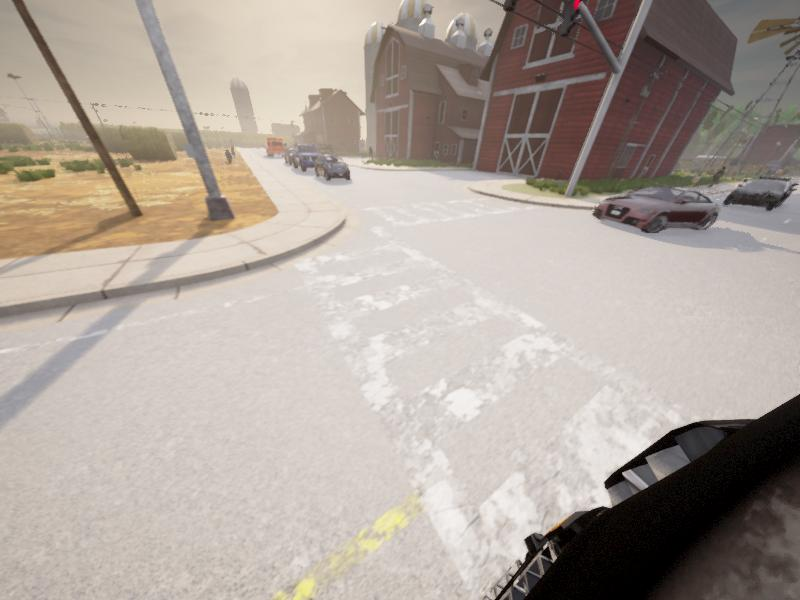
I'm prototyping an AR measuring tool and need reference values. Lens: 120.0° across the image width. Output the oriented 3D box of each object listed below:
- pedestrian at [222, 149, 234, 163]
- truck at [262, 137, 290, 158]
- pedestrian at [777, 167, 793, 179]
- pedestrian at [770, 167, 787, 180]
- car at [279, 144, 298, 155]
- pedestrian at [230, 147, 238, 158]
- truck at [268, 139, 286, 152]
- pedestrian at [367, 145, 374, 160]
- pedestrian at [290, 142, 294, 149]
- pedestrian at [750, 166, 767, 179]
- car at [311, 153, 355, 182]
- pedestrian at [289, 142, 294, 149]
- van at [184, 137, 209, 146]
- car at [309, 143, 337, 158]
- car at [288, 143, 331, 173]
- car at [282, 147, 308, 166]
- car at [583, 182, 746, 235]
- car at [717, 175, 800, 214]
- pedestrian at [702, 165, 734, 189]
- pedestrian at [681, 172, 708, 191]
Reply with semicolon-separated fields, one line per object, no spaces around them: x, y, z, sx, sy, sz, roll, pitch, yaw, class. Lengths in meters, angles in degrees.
-16.150;-13.501;21.721;0.500;1.100;0.500;-12;36;-21;pedestrian
-19.017;-23.349;35.417;2.627;2.467;5.204;-17;38;-27;truck
76.026;-25.114;45.648;0.751;1.860;0.751;-20;40;-31;pedestrian
65.410;-21.870;39.943;0.751;1.860;0.751;-20;40;-30;pedestrian
-21.835;-29.390;45.100;2.152;1.651;5.027;-17;38;-27;car
-20.072;-17.814;27.927;0.500;1.100;0.500;-20;40;-30;pedestrian
-29.280;-36.828;54.985;2.627;2.467;5.204;-17;38;-27;truck
-4.278;-21.461;33.683;0.751;1.860;0.751;25;39;29;pedestrian
-33.752;-48.414;72.398;0.751;1.860;0.751;-10;36;-18;pedestrian
61.056;-21.703;39.357;0.751;1.860;0.751;-16;38;-26;pedestrian
-4.822;-9.465;16.422;1.845;1.501;3.633;-17;38;-27;car
-33.827;-48.094;71.909;0.751;1.860;0.751;26;40;31;pedestrian
-56.602;-44.130;64.349;4.480;2.038;2.069;-16;38;-26;van
-13.434;-26.115;40.273;3.866;1.878;1.905;10;40;13;car
-8.309;-13.007;21.038;2.150;2.045;5.566;-17;38;-27;car
-11.755;-16.056;25.820;1.789;1.549;3.705;-17;38;-27;car
9.797;-3.531;8.778;4.181;1.385;1.994;-6;35;-13;car
21.959;-6.533;14.003;5.238;1.638;1.930;-16;38;-26;car
29.551;-11.465;21.505;0.751;1.860;0.751;-9;35;-17;pedestrian
24.685;-9.953;19.359;0.751;1.300;0.751;-17;38;-27;pedestrian
